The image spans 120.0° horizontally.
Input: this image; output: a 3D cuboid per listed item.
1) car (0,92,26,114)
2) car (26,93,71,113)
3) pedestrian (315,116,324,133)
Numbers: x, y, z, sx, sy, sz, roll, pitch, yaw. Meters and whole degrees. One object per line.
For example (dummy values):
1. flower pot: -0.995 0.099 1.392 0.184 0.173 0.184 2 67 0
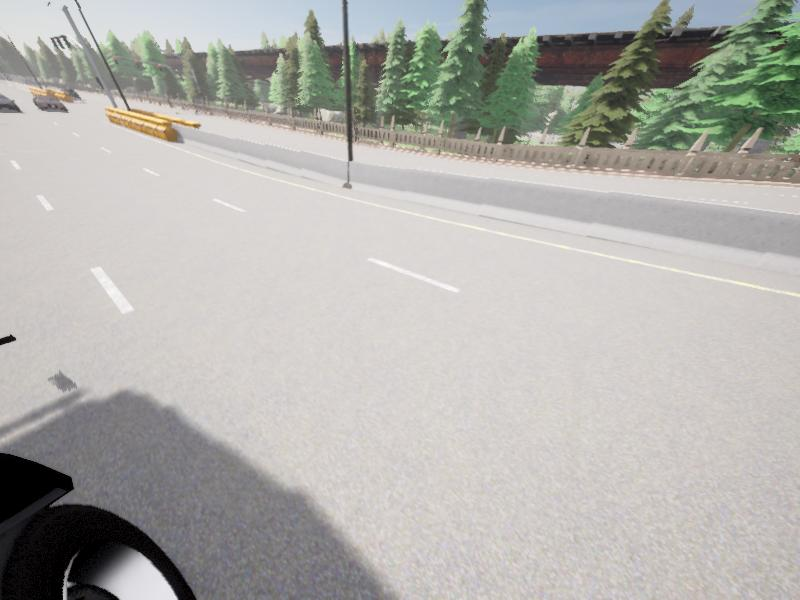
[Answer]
1. car: -40.325 -19.914 23.212 5.357 1.411 2.033 27 43 24
2. car: -40.840 -22.847 26.839 4.181 1.385 1.994 27 43 24
3. pedestrian: -11.569 -25.143 33.200 0.751 1.860 0.751 27 43 24
